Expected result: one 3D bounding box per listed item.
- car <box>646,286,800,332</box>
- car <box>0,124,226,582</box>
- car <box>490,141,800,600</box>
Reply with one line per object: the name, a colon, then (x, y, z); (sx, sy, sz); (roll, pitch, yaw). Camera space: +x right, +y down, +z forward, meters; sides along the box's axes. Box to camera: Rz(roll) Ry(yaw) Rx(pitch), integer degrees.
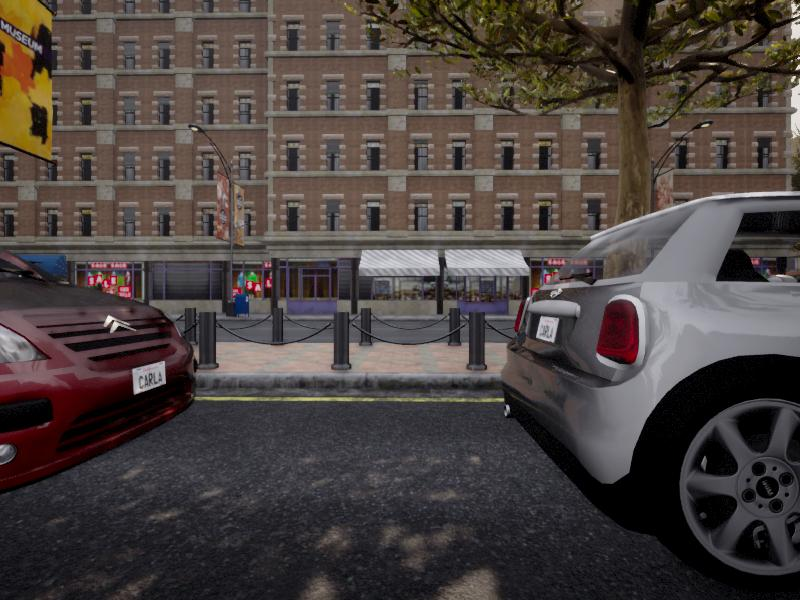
car: (11.205, 0.270, 13.483); (4.674, 1.442, 1.812); (0, 0, 1)
car: (-3.390, 0.188, 2.287); (3.988, 1.617, 1.851); (0, 0, 1)
car: (2.600, 0.253, 2.173); (3.806, 1.475, 1.970); (0, 0, 1)
